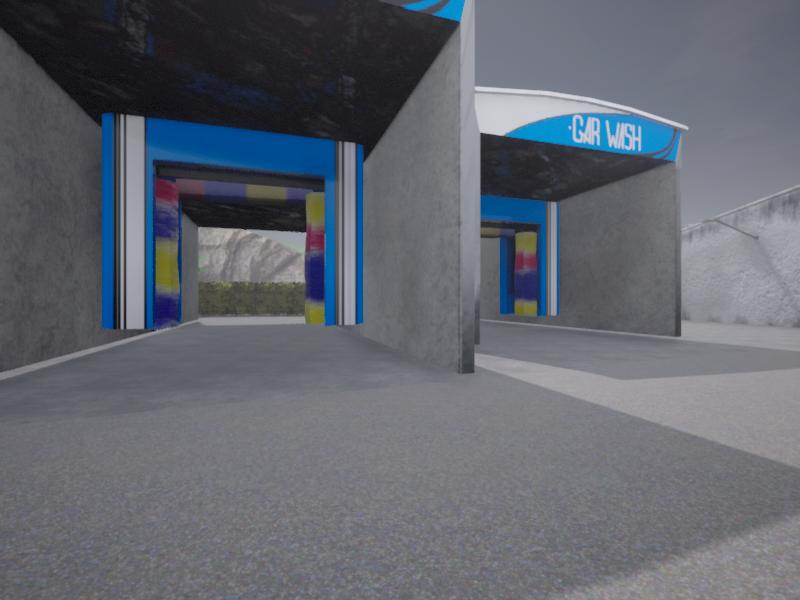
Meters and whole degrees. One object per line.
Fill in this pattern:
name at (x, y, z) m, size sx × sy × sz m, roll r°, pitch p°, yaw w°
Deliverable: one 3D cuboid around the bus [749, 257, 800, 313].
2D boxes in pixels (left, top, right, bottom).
bus at (35.428, -1.133, 32.689) m, size 10.273 × 4.253 × 3.944 m, roll 0°, pitch 0°, yaw 0°
